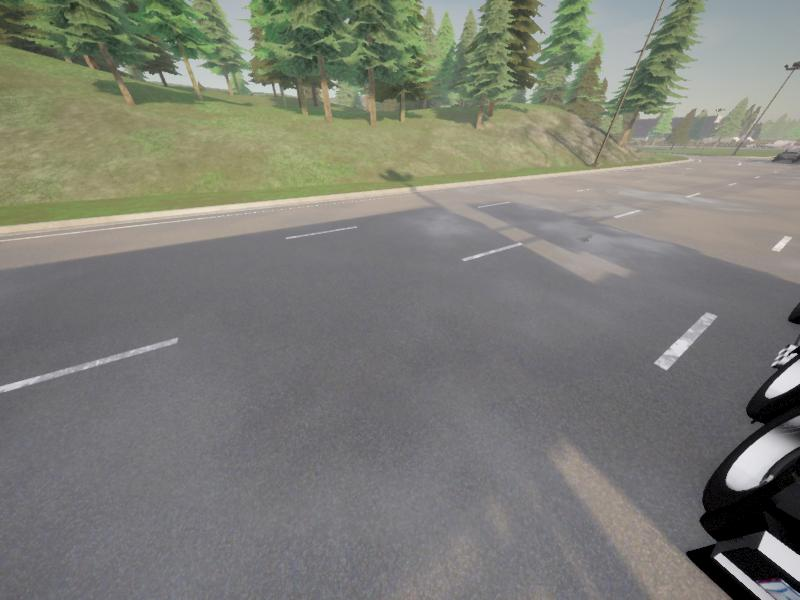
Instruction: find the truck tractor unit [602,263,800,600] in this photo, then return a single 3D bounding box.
[{"bbox_3d":[5.107,-0.305,0.785,6.516,4.208,3.053,-18,39,-24],"label":"truck tractor unit"}]
